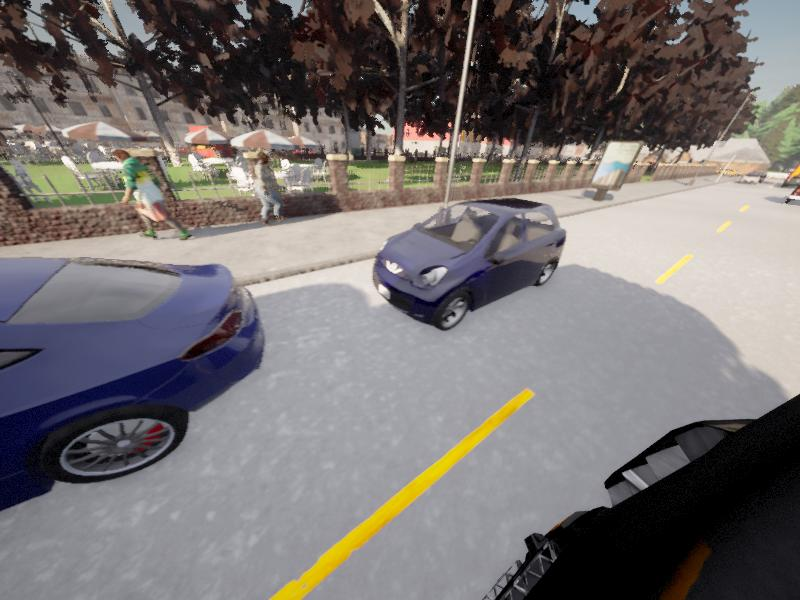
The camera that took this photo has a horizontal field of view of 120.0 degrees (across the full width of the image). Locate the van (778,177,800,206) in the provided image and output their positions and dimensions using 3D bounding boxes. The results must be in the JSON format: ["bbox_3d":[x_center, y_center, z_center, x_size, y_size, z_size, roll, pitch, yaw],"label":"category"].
[{"bbox_3d":[29.768,-7.843,16.293,4.480,2.038,2.069,-14,36,-24],"label":"van"}]

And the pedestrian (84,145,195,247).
[{"bbox_3d":[-5.417,-2.212,4.999,0.751,1.860,0.751,-11,36,-20],"label":"pedestrian"}]

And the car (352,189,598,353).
[{"bbox_3d":[1.291,-0.898,4.056,3.633,1.501,1.845,-19,39,-29],"label":"car"}]

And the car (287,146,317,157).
[{"bbox_3d":[-17.872,-27.178,42.390,4.514,1.525,2.007,-19,39,-29],"label":"car"}]

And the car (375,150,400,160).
[{"bbox_3d":[-2.557,-29.682,47.356,4.514,1.525,2.007,-19,39,-29],"label":"car"}]

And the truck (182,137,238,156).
[{"bbox_3d":[-29.089,-23.641,35.651,6.274,2.098,2.390,-19,39,-29],"label":"truck"}]

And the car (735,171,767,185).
[{"bbox_3d":[48.444,-16.855,31.839,3.633,1.501,1.845,-20,40,-30],"label":"car"}]

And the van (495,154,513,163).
[{"bbox_3d":[29.799,-40.599,66.308,4.480,2.038,2.069,-19,39,-29],"label":"van"}]

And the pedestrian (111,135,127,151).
[{"bbox_3d":[-40.566,-22.719,33.360,0.751,1.860,0.751,-21,40,-31],"label":"pedestrian"}]

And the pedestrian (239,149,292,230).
[{"bbox_3d":[-3.663,-3.024,6.363,0.751,1.860,0.751,-18,39,-29],"label":"pedestrian"}]

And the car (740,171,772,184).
[{"bbox_3d":[54.064,-18.615,35.058,5.357,1.411,2.033,-19,39,-30],"label":"car"}]

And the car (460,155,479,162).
[{"bbox_3d":[17.885,-36.372,59.475,4.892,1.490,1.837,-19,39,-29],"label":"car"}]

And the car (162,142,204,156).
[{"bbox_3d":[-29.472,-20.541,31.494,3.806,1.475,1.970,-19,39,-30],"label":"car"}]

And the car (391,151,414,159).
[{"bbox_3d":[0.488,-33.351,53.157,4.902,1.511,2.128,-18,39,-29],"label":"car"}]

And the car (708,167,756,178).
[{"bbox_3d":[69.539,-26.832,48.520,1.801,1.575,5.366,-13,36,-22],"label":"car"}]

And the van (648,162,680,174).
[{"bbox_3d":[63.899,-32.017,55.969,1.775,1.987,4.442,-19,39,-29],"label":"van"}]

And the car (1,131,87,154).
[{"bbox_3d":[-39.321,-17.503,25.773,4.605,1.855,1.932,-23,40,-34],"label":"car"}]

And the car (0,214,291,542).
[{"bbox_3d":[-3.504,0.673,1.388,4.674,1.442,1.812,-19,39,-30],"label":"car"}]

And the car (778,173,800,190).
[{"bbox_3d":[48.919,-14.527,28.281,3.988,1.617,1.851,-16,38,-26],"label":"car"}]

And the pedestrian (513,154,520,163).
[{"bbox_3d":[31.403,-38.175,62.286,0.751,1.860,0.751,-19,39,-29],"label":"pedestrian"}]

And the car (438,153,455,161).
[{"bbox_3d":[11.202,-34.323,55.416,3.705,1.549,1.789,-19,39,-29],"label":"car"}]

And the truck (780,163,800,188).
[{"bbox_3d":[55.739,-17.456,31.224,8.468,3.827,2.891,-19,39,-29],"label":"truck"}]

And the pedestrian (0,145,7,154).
[{"bbox_3d":[-37.538,-14.410,21.010,0.751,1.860,0.751,-11,36,-20],"label":"pedestrian"}]
